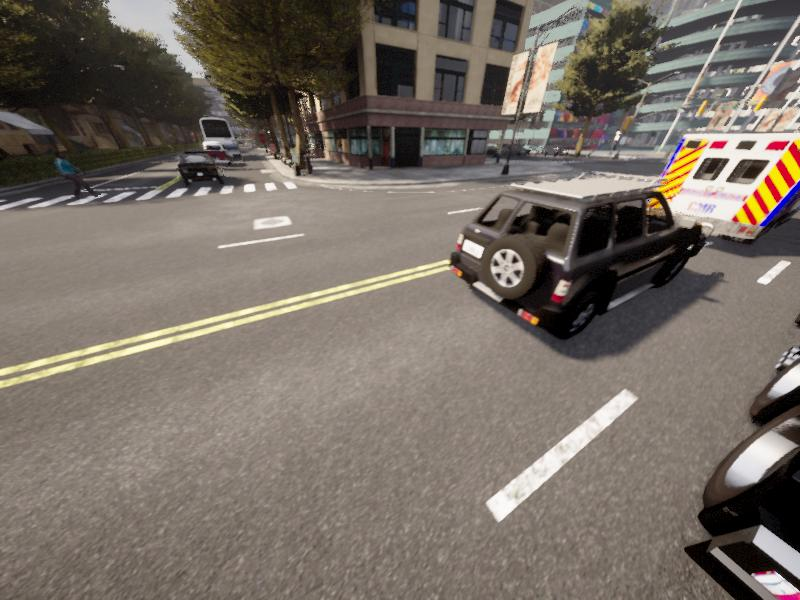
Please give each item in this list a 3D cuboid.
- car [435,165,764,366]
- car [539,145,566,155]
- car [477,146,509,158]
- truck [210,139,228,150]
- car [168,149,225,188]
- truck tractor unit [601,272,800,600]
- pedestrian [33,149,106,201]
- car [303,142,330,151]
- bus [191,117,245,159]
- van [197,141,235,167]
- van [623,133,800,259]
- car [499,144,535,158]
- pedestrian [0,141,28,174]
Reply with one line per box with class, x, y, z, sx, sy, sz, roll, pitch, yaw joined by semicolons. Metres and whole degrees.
car;3.140;-1.048;3.892;4.605;1.855;1.932;-16;38;-23
car;28.639;-28.283;43.571;1.845;1.501;3.633;-17;38;-23
car;15.237;-24.471;38.046;1.812;1.442;4.674;-17;38;-23
truck;-44.051;-37.941;56.287;2.390;2.098;6.274;-17;38;-23
car;-12.555;-8.476;14.634;1.930;1.638;5.238;-19;39;-26
truck tractor unit;5.122;-0.289;0.770;6.516;4.208;3.053;-18;38;-24
pedestrian;-13.921;-5.299;9.822;0.751;1.860;0.751;-9;36;-14
car;-19.779;-36.456;54.830;5.366;1.575;1.801;-17;39;-24
bus;-25.148;-22.723;32.697;3.944;4.253;10.273;-17;38;-23
van;-18.676;-15.055;23.689;2.069;2.038;4.480;-17;39;-23
van;10.301;-3.410;6.874;6.366;2.431;2.351;-17;38;-23
car;19.170;-24.538;37.981;2.242;1.667;4.611;-17;38;-23
pedestrian;-27.104;-9.726;15.796;0.751;1.860;0.751;-21;40;-27
